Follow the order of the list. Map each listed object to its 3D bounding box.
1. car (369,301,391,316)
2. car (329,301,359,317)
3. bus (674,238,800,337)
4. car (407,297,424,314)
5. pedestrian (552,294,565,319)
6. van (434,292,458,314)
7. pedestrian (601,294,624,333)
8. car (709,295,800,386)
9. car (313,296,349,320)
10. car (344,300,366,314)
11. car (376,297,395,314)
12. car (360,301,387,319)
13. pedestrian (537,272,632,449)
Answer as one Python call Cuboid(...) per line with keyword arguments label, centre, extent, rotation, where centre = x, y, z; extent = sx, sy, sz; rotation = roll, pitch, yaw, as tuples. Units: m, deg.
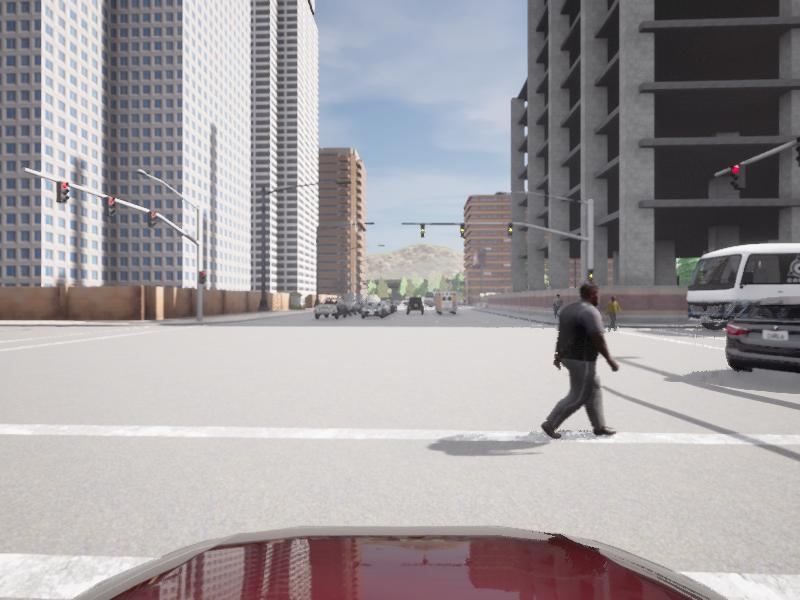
Cuboid(label="car", centre=(-1.986, 0.862, 40.928), extent=(1.812, 1.442, 4.674), rotation=(0, 0, 3))
Cuboid(label="car", centre=(-5.525, 0.844, 40.198), extent=(2.163, 1.488, 4.792), rotation=(0, 0, 3))
Cuboid(label="bus", centre=(19.671, -0.538, 19.131), extent=(10.273, 4.253, 3.944), rotation=(0, 0, 2))
Cuboid(label="car", centre=(1.802, 0.638, 46.422), extent=(1.905, 1.878, 3.866), rotation=(0, 0, 3))
Cuboid(label="pedestrian", centre=(11.932, 0.481, 30.099), extent=(0.751, 1.860, 0.751), rotation=(0, 0, 11))
Cuboid(label="van", centre=(5.336, 0.369, 46.997), extent=(2.351, 2.431, 6.366), rotation=(0, 0, 3))
Cuboid(label="pedestrian", centre=(10.290, 0.634, 19.393), extent=(0.751, 1.860, 0.751), rotation=(0, 0, 4))
Cuboid(label="car", centre=(9.351, 0.754, 8.591), extent=(4.611, 1.667, 2.242), rotation=(0, -1, -22))
Cuboid(label="car", centre=(-5.800, 0.646, 34.053), extent=(1.932, 1.855, 4.605), rotation=(0, 0, 5))
Cuboid(label="car", centre=(-5.201, 0.780, 46.639), extent=(1.851, 1.617, 3.988), rotation=(0, 0, 3))
Cuboid(label="car", centre=(-1.676, 0.638, 46.997), extent=(1.905, 1.878, 3.866), rotation=(0, 0, 3))
Cuboid(label="car", centre=(-2.264, 0.847, 35.221), extent=(1.970, 1.475, 3.806), rotation=(0, 0, 3))
Cuboid(label="pedestrian", centre=(2.071, 0.636, 4.586), extent=(0.751, 1.860, 0.751), rotation=(0, 0, 1))
